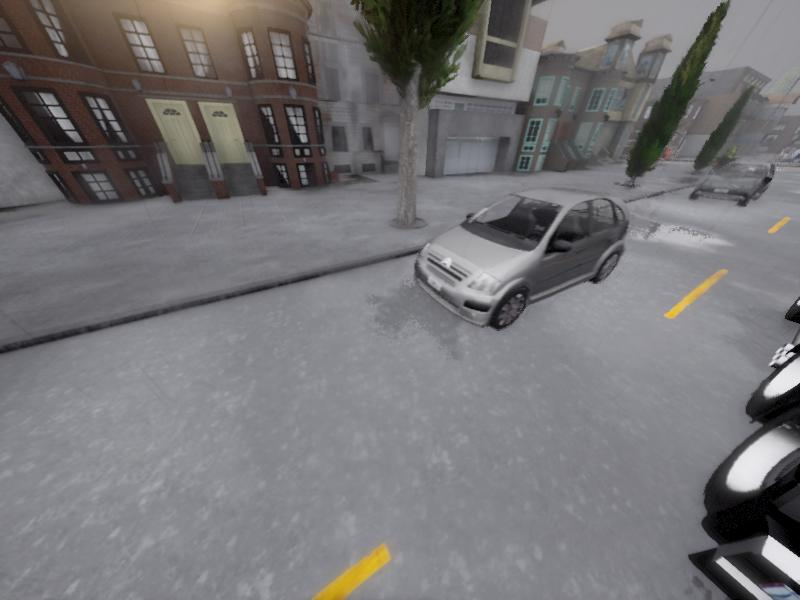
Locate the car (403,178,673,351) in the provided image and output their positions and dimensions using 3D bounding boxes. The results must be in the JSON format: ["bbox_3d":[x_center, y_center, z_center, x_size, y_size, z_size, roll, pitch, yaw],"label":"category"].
[{"bbox_3d":[2.242,-1.004,4.055,3.988,1.617,1.851,-18,39,-24],"label":"car"}]

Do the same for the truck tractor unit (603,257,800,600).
[{"bbox_3d":[5.094,-0.318,0.795,6.516,4.208,3.053,-19,39,-25],"label":"truck tractor unit"}]

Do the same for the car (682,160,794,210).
[{"bbox_3d":[14.984,-5.232,10.285,3.705,1.549,1.789,-18,39,-25],"label":"car"}]
